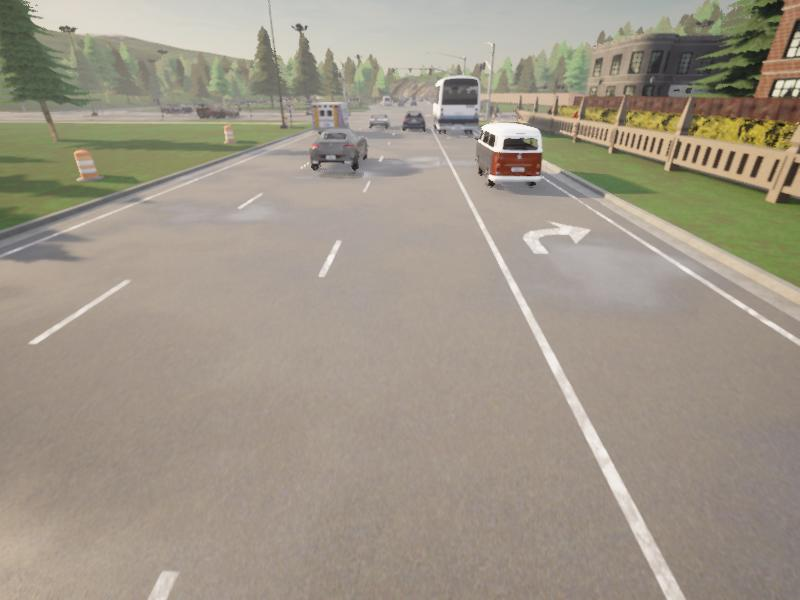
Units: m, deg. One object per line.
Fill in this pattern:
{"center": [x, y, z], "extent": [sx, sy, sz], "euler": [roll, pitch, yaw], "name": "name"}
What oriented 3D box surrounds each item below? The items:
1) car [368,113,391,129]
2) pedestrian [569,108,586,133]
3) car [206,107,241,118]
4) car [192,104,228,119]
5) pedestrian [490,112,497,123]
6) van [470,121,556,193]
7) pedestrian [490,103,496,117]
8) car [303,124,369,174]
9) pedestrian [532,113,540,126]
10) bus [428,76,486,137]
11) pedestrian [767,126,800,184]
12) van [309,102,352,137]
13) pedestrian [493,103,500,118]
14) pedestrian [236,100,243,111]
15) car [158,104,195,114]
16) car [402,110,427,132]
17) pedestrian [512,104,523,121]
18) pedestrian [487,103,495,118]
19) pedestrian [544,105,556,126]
{"center": [-2.047, -18.524, 41.265], "extent": [1.895, 1.301, 4.718], "euler": [1, 27, 2], "name": "car"}
{"center": [14.705, -14.937, 33.217], "extent": [0.751, 1.860, 0.751], "euler": [2, 27, 4], "name": "pedestrian"}
{"center": [-26.310, -28.088, 59.887], "extent": [4.181, 1.385, 1.994], "euler": [1, 27, 2], "name": "car"}
{"center": [-26.813, -26.726, 56.669], "extent": [3.866, 1.878, 1.905], "euler": [1, 27, 2], "name": "car"}
{"center": [10.303, -20.094, 44.099], "extent": [0.500, 1.100, 0.500], "euler": [-7, 28, -14], "name": "pedestrian"}
{"center": [4.064, -5.634, 15.348], "extent": [2.069, 2.038, 4.480], "euler": [1, 27, 2], "name": "van"}
{"center": [13.895, -28.389, 59.748], "extent": [0.751, 1.860, 0.751], "euler": [7, 28, 14], "name": "pedestrian"}
{"center": [-2.842, -7.329, 19.129], "extent": [2.152, 1.651, 5.027], "euler": [1, 27, 2], "name": "car"}
{"center": [13.894, -18.435, 40.858], "extent": [0.500, 1.100, 0.500], "euler": [-2, 27, -3], "name": "pedestrian"}
{"center": [4.656, -17.242, 35.512], "extent": [3.944, 4.253, 10.273], "euler": [1, 27, 2], "name": "bus"}
{"center": [13.991, -5.092, 14.064], "extent": [0.751, 1.860, 0.751], "euler": [0, 27, 0], "name": "pedestrian"}
{"center": [-5.775, -15.646, 34.442], "extent": [2.351, 2.431, 6.366], "euler": [1, 27, 2], "name": "van"}
{"center": [13.802, -27.090, 57.234], "extent": [0.751, 1.860, 0.751], "euler": [1, 27, 2], "name": "pedestrian"}
{"center": [-32.530, -39.352, 80.903], "extent": [0.751, 1.860, 0.751], "euler": [3, 27, 5], "name": "pedestrian"}
{"center": [-39.337, -33.695, 70.550], "extent": [5.238, 1.638, 1.930], "euler": [1, 27, 2], "name": "car"}
{"center": [1.356, -17.242, 38.349], "extent": [2.242, 1.667, 4.611], "euler": [1, 27, 2], "name": "car"}
{"center": [14.022, -22.441, 47.821], "extent": [0.751, 1.860, 0.751], "euler": [-12, 30, -22], "name": "pedestrian"}
{"center": [13.077, -27.259, 57.532], "extent": [0.751, 1.860, 0.751], "euler": [3, 27, 5], "name": "pedestrian"}
{"center": [15.215, -18.760, 40.655], "extent": [0.751, 1.860, 0.751], "euler": [3, 27, 5], "name": "pedestrian"}
